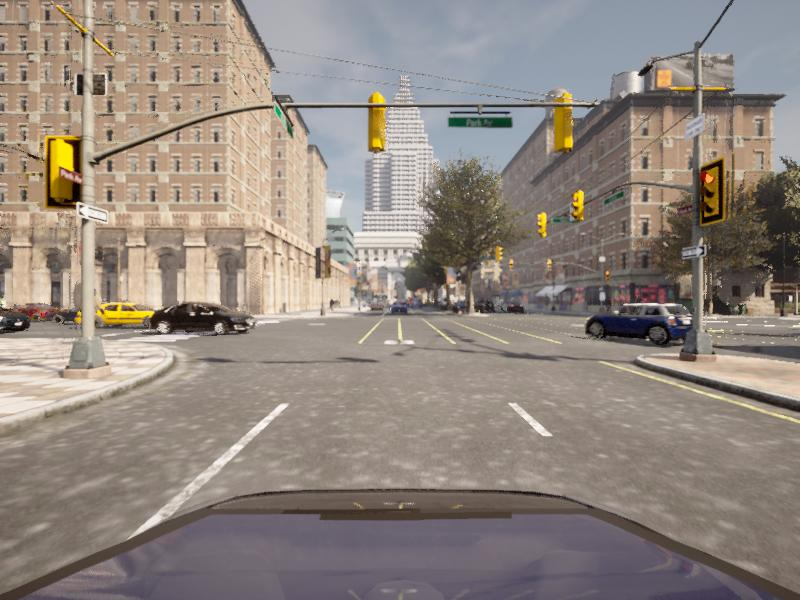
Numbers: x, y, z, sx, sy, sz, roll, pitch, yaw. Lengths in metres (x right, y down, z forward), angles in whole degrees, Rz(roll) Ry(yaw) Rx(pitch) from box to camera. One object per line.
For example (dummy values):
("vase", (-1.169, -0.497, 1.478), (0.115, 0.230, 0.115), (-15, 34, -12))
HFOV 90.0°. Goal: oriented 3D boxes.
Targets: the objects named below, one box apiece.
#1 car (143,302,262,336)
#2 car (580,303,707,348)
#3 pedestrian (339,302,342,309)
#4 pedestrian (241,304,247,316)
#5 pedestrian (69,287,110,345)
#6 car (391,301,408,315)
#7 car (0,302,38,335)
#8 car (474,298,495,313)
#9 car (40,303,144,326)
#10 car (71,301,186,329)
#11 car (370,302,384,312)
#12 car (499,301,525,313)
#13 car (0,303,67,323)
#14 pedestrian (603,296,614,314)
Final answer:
("car", (-9.280, 0.877, 18.938), (4.892, 1.490, 1.837), (0, 0, 11))
("car", (9.298, 0.879, 15.614), (1.970, 1.475, 3.806), (0, 0, -23))
("pedestrian", (-10.217, 0.974, 68.976), (0.500, 1.100, 0.500), (0, 0, -3))
("pedestrian", (-14.685, 0.925, 37.658), (0.500, 1.100, 0.500), (0, 0, -19))
("pedestrian", (-10.103, 0.507, 13.048), (0.751, 1.860, 0.751), (0, 0, -4))
("car", (-0.076, 0.897, 46.797), (1.882, 1.535, 5.008), (0, 0, 0))
("car", (-20.832, 0.859, 19.498), (4.514, 1.525, 2.007), (0, 0, 0))
("car", (11.367, 0.733, 54.040), (1.932, 1.855, 4.605), (0, -1, 0))
("car", (-20.264, 0.937, 26.497), (5.357, 1.411, 2.033), (0, 0, 0))
("car", (-15.546, 0.838, 23.112), (5.366, 1.575, 1.801), (0, 0, -2))
("car", (-3.396, 1.033, 60.070), (1.895, 1.301, 4.718), (0, 0, 0))
("car", (14.870, 0.913, 53.296), (2.038, 1.542, 4.974), (0, 0, 0))
("car", (-27.858, 0.956, 29.950), (4.181, 1.385, 1.994), (0, 0, 0))
("pedestrian", (22.712, 0.554, 43.491), (0.751, 1.860, 0.751), (0, 0, -12))
